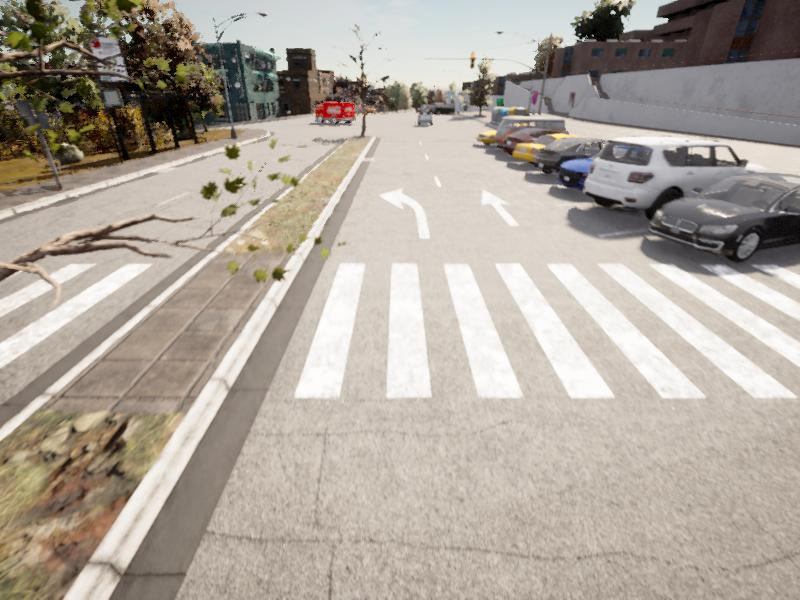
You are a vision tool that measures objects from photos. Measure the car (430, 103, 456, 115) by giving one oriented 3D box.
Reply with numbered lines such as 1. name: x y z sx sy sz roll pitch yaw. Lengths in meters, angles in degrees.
1. car: 7.936 -35.378 74.144 4.442 1.987 1.878 -8 27 -18

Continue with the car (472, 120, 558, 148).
1. car: 7.885 -11.478 27.613 5.366 1.575 1.946 -8 29 -18

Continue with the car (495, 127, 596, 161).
1. car: 8.084 -8.785 22.380 4.792 1.488 2.163 -8 28 -18

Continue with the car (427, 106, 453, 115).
1. car: 8.041 -37.721 79.673 4.674 1.452 2.002 -8 27 -18

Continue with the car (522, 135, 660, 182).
1. car: 8.054 -6.106 17.036 4.892 1.521 2.231 -8 28 -18

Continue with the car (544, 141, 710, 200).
1. car: 8.067 -4.755 14.374 5.008 1.535 2.097 -8 29 -18

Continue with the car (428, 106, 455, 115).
1. car: 8.035 -36.440 76.989 4.674 1.452 2.002 -8 27 -18

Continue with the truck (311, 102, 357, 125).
1. truck: -8.363 -23.568 50.424 5.204 2.467 2.627 18 32 31

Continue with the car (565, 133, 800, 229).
1. car: 8.093 -3.634 11.618 5.566 2.045 2.435 -8 28 -18

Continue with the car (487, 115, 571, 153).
1. car: 7.953 -10.338 24.874 4.442 1.987 1.878 -8 29 -18

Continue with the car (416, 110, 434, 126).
1. car: 2.968 -21.758 47.763 1.845 1.501 3.633 0 26 0

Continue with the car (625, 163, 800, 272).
1. car: 8.073 -2.045 9.059 4.892 1.521 2.231 -8 29 -18

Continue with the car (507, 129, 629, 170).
1. car: 8.233 -7.487 19.753 5.366 1.575 1.946 -8 28 -18

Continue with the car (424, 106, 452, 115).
1. car: 7.864 -39.019 82.282 5.366 1.575 1.946 -8 27 -18
